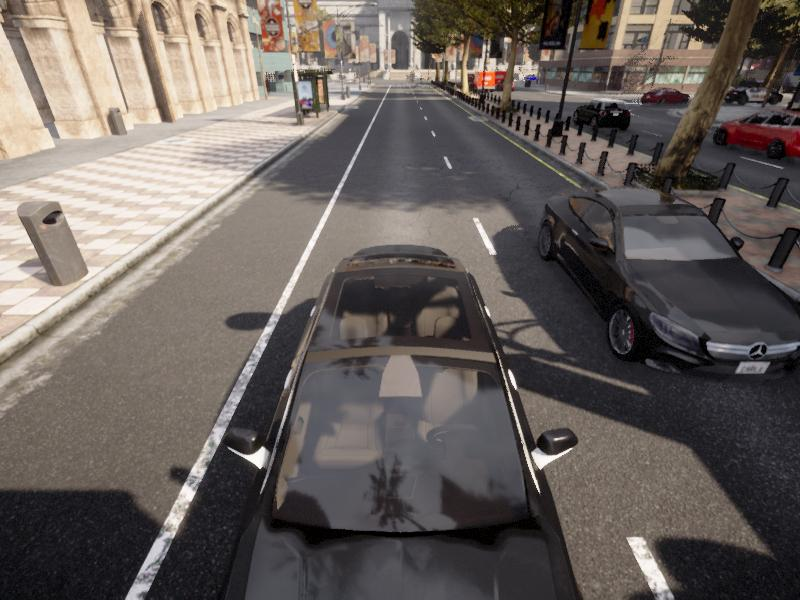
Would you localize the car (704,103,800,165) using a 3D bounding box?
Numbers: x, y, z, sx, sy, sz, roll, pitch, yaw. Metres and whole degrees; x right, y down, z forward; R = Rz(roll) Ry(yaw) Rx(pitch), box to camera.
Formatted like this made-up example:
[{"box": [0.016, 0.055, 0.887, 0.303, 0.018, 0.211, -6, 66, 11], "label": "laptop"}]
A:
[{"box": [15.000, -6.714, 15.872, 2.242, 1.667, 4.611, 0, 30, 0], "label": "car"}]

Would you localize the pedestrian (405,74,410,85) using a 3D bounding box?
[{"box": [1.433, -42.111, 76.328, 0.751, 1.860, 0.751, -4, 30, -7], "label": "pedestrian"}]

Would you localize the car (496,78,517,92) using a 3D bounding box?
[{"box": [15.019, -30.547, 56.796, 1.851, 1.617, 3.988, 0, 30, 0], "label": "car"}]

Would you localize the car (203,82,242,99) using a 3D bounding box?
[{"box": [-19.322, -22.990, 43.794, 2.161, 1.482, 4.786, 0, 30, 0], "label": "car"}]

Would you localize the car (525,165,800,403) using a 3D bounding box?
[{"box": [3.487, -0.730, 5.845, 1.812, 1.442, 4.674, 0, 30, 0], "label": "car"}]

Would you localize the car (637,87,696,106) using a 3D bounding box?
[{"box": [24.419, -18.685, 36.691, 4.181, 1.385, 1.994, -8, 31, -14], "label": "car"}]

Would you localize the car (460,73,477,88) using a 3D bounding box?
[{"box": [11.471, -36.933, 67.309, 2.150, 2.045, 5.566, 1, 30, 2], "label": "car"}]

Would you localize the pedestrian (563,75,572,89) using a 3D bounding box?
[{"box": [24.587, -32.063, 58.789, 0.751, 1.860, 0.751, 1, 30, 2], "label": "pedestrian"}]

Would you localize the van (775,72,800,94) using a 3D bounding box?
[{"box": [52.973, -28.148, 51.851, 2.351, 2.431, 6.366, 0, 30, 0], "label": "van"}]

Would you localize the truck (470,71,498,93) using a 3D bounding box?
[{"box": [11.500, -30.236, 55.418, 2.627, 2.467, 5.204, 0, 31, 0], "label": "truck"}]

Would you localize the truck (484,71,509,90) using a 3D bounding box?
[{"box": [14.990, -34.326, 62.418, 2.627, 2.467, 5.204, 0, 30, 0], "label": "truck"}]

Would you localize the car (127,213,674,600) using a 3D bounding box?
[{"box": [0.003, 0.774, 3.255, 1.837, 1.490, 4.892, 0, 30, 0], "label": "car"}]

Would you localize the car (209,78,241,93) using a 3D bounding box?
[{"box": [-23.455, -28.861, 53.782, 2.128, 1.511, 4.902, 0, 30, 0], "label": "car"}]

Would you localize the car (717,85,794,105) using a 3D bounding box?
[{"box": [32.945, -19.077, 37.199, 4.974, 1.542, 2.038, -1, 30, -2], "label": "car"}]

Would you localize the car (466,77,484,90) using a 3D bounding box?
[{"box": [11.497, -33.333, 61.574, 1.851, 1.617, 3.988, 0, 30, 0], "label": "car"}]

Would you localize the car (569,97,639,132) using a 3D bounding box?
[{"box": [11.504, -10.707, 22.912, 1.970, 1.475, 3.806, 0, 30, 0], "label": "car"}]
